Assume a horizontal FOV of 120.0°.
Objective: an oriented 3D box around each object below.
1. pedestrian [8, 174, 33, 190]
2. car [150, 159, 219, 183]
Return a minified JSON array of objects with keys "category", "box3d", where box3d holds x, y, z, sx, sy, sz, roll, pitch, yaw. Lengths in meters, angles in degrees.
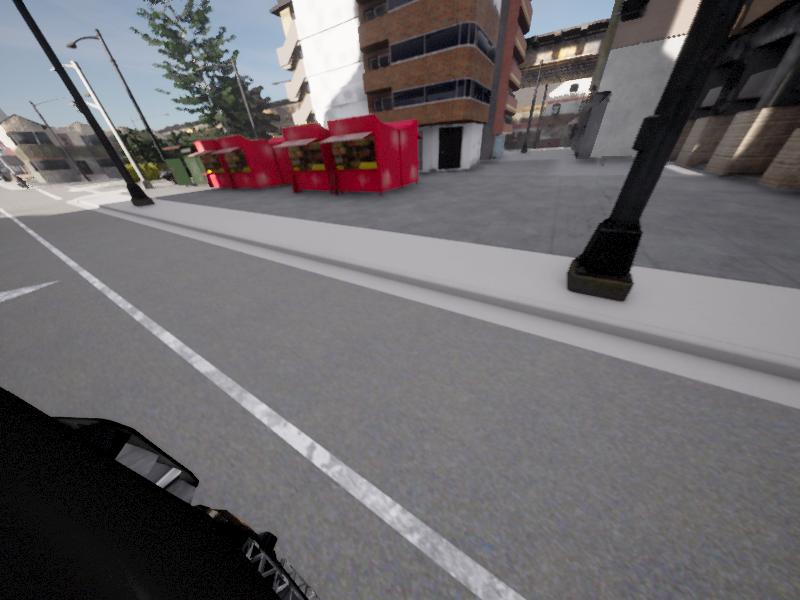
[{"category":"pedestrian","box3d":[-49.613,-15.435,30.235,0.751,1.860,0.751,11,36,22]},{"category":"car","box3d":[-26.370,-15.979,28.571,2.150,2.045,5.566,16,38,27]}]
